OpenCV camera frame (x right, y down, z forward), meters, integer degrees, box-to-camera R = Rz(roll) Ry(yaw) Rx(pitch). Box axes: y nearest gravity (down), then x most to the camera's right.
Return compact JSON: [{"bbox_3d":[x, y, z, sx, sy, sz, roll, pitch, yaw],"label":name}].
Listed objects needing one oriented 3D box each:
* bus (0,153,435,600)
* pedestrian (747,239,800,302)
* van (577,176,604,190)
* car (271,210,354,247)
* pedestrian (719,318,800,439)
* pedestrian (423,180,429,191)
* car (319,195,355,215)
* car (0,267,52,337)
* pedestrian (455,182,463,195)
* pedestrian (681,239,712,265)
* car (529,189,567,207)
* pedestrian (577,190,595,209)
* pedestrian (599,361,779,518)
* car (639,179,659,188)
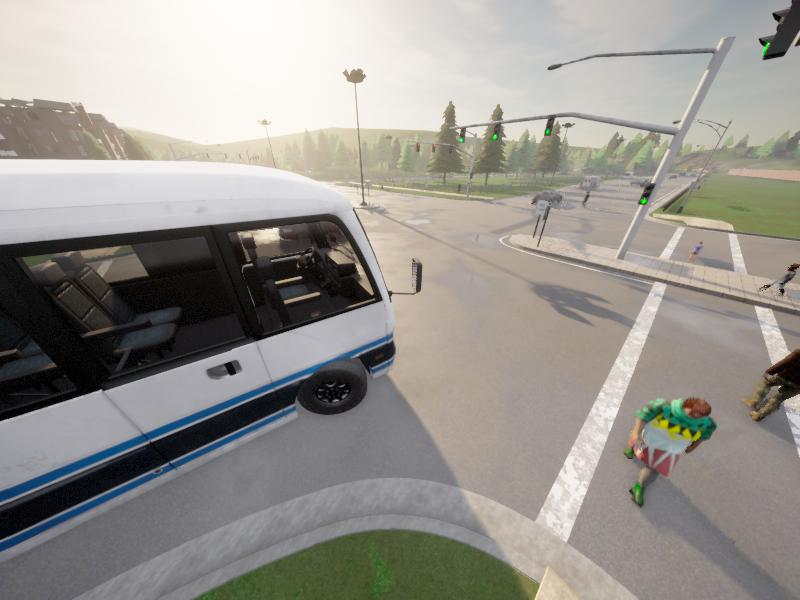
[{"bbox_3d":[-4.929,0.651,2.988,10.273,4.253,3.944,-18,35,-28],"label":"bus"},{"bbox_3d":[13.389,-1.009,7.899,0.751,1.860,0.751,16,34,26],"label":"pedestrian"},{"bbox_3d":[40.647,-24.940,49.134,6.366,2.431,2.351,-23,37,-34],"label":"van"},{"bbox_3d":[-5.663,-4.943,15.483,4.674,1.442,1.812,-23,37,-34],"label":"car"},{"bbox_3d":[6.871,1.382,4.064,0.751,1.860,0.751,-26,39,-37],"label":"pedestrian"},{"bbox_3d":[4.958,-21.565,43.503,0.751,1.860,0.751,-20,35,-30],"label":"pedestrian"},{"bbox_3d":[-6.777,-10.221,24.700,1.994,1.385,4.181,-22,37,-33],"label":"car"},{"bbox_3d":[-13.250,0.589,5.978,4.181,1.385,1.994,-23,37,-34],"label":"car"},{"bbox_3d":[9.666,-18.265,37.788,0.751,1.860,0.751,-20,36,-31],"label":"pedestrian"},{"bbox_3d":[14.424,-2.344,11.276,0.500,1.100,0.500,25,38,36],"label":"pedestrian"},{"bbox_3d":[18.805,-13.069,29.380,5.027,1.651,2.152,-23,37,-34],"label":"car"},{"bbox_3d":[20.798,-11.220,25.889,0.751,1.860,0.751,-8,31,-14],"label":"pedestrian"},{"bbox_3d":[3.622,1.908,3.152,0.751,1.860,0.751,24,38,35],"label":"pedestrian"},{"bbox_3d":[59.492,-27.948,55.212,4.611,1.667,2.242,-23,37,-34],"label":"car"}]
